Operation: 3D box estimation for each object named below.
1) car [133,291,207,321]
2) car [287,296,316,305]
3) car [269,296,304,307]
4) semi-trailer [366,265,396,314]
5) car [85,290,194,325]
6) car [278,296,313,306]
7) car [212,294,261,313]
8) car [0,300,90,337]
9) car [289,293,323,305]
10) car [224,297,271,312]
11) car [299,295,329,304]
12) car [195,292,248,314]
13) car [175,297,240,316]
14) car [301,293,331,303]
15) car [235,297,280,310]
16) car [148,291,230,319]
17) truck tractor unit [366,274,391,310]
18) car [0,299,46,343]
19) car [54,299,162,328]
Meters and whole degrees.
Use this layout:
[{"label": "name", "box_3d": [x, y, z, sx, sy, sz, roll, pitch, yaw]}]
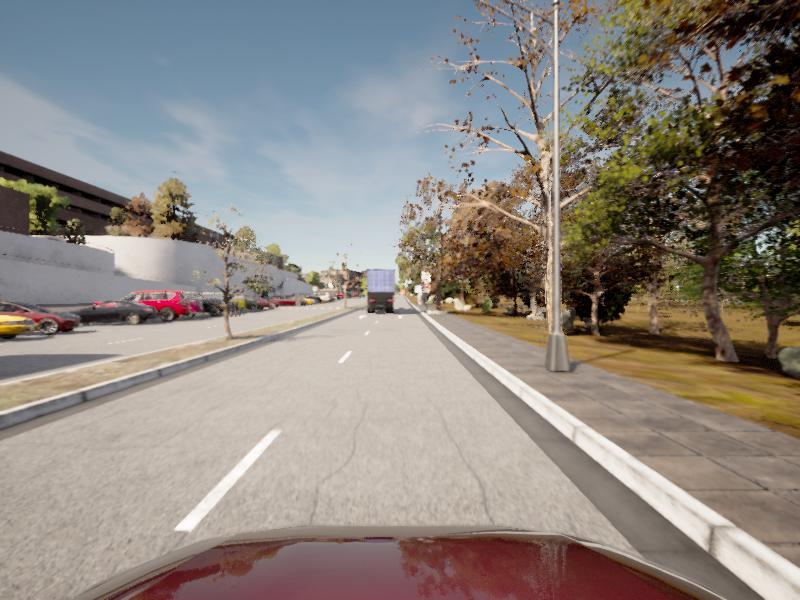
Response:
[{"label": "car", "box_3d": [-16.751, 0.391, 29.419, 4.442, 1.987, 1.878, -1, 1, -20]}, {"label": "car", "box_3d": [-16.829, 0.101, 68.309, 4.674, 1.452, 2.002, -1, 1, -20]}, {"label": "car", "box_3d": [-16.806, 0.226, 59.313, 4.792, 1.488, 2.163, -1, 1, -20]}, {"label": "semi-trailer", "box_3d": [-2.204, -1.028, 42.993, 2.717, 4.402, 14.254, 0, 1, -4]}, {"label": "car", "box_3d": [-16.888, 0.409, 26.376, 5.566, 2.045, 2.435, -1, 1, -20]}, {"label": "car", "box_3d": [-16.998, 0.110, 65.235, 5.366, 1.575, 1.946, -1, 1, -20]}, {"label": "car", "box_3d": [-16.819, 0.324, 41.316, 4.553, 1.767, 2.185, -1, 1, -20]}, {"label": "car", "box_3d": [-16.838, 0.789, 17.452, 4.792, 1.488, 2.163, -1, 0, -20]}, {"label": "car", "box_3d": [-16.799, -0.239, 71.323, 5.566, 2.045, 2.435, -1, 1, -20]}, {"label": "car", "box_3d": [-16.839, 0.449, 44.290, 4.674, 1.452, 2.002, -1, 1, -20]}, {"label": "car", "box_3d": [-16.645, -0.115, 77.380, 5.366, 1.575, 1.946, -1, 1, -20]}, {"label": "car", "box_3d": [-16.960, 0.269, 38.279, 4.442, 1.987, 1.878, -1, 1, -20]}, {"label": "car", "box_3d": [-16.845, 0.536, 35.343, 4.892, 1.521, 2.231, -1, 1, -20]}, {"label": "car", "box_3d": [-16.843, -0.426, 80.301, 5.566, 2.045, 2.435, -1, 2, -20]}, {"label": "car", "box_3d": [-16.816, 0.395, 47.308, 4.792, 1.488, 2.163, -1, 1, -20]}, {"label": "car", "box_3d": [-16.832, 0.325, 32.371, 5.566, 2.045, 2.435, -1, 1, -20]}, {"label": "truck tractor unit", "box_3d": [-2.750, -1.042, 50.888, 3.053, 4.208, 6.516, 0, 1, -3]}, {"label": "car", "box_3d": [-16.696, 0.779, 14.524, 5.366, 1.575, 1.946, -1, 0, -20]}, {"label": "car", "box_3d": [-16.857, 0.736, 23.409, 4.674, 1.452, 2.002, -1, 1, -20]}]
